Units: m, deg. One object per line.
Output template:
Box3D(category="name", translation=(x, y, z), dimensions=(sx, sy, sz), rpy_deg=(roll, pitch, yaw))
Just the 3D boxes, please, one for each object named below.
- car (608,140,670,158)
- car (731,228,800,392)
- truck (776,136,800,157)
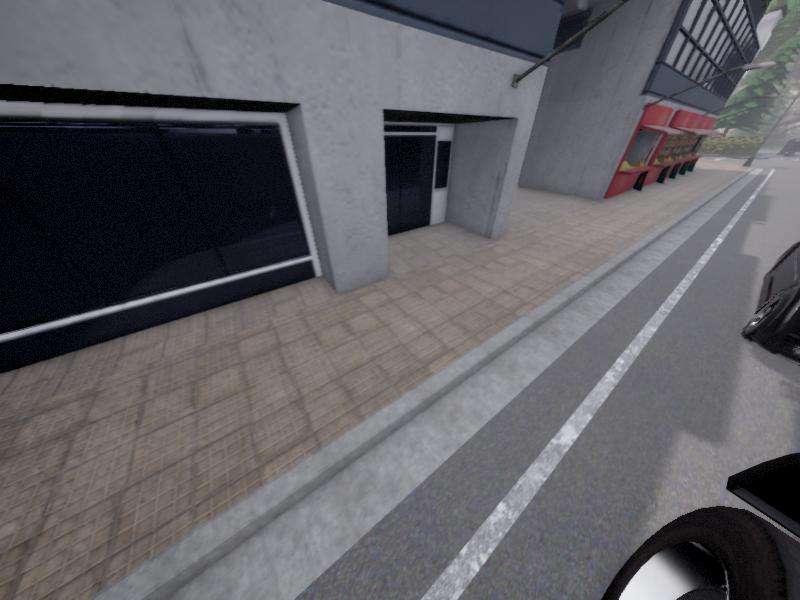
Box3D(category="car", translation=(29.176, -18.648, 28.384), dimensions=(2.242, 1.667, 4.611), rpy_deg=(-24, 41, -29))
Box3D(category="car", translation=(6.305, -0.040, 2.731), dimensions=(4.181, 1.385, 1.994), rpy_deg=(-22, 41, -28))
Box3D(category="truck", translation=(51.887, -19.690, 29.622), dimensions=(6.274, 2.098, 2.390), rpy_deg=(-30, 45, -35))
